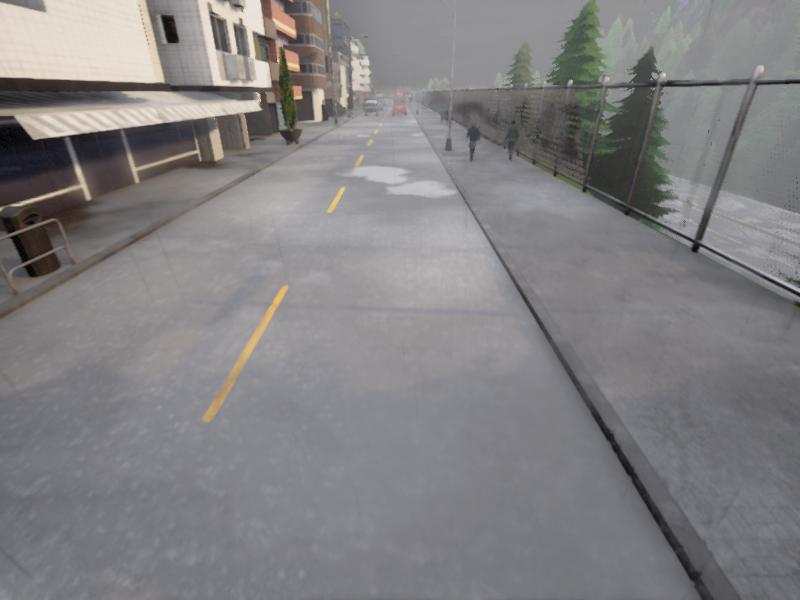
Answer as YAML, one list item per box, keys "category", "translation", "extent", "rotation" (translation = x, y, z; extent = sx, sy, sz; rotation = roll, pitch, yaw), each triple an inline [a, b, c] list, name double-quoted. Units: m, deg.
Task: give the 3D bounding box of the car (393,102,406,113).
- category: "car"
  translation: [-0.096, -35.018, 72.577]
  extent: [2.152, 1.651, 5.027]
  rotation: [0, 27, 0]

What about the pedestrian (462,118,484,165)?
- category: "pedestrian"
  translation: [3.263, -7.098, 17.911]
  extent: [0.751, 1.860, 0.751]
  rotation: [7, 28, 14]

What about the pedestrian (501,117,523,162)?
- category: "pedestrian"
  translation: [5.200, -7.475, 18.624]
  extent: [0.751, 1.860, 0.751]
  rotation: [6, 28, 11]

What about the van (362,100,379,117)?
- category: "van"
  translation: [-4.077, -26.952, 56.302]
  extent: [2.069, 2.038, 4.480]
  rotation: [0, 28, 0]

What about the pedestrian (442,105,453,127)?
- category: "pedestrian"
  translation: [4.456, -17.202, 37.374]
  extent: [0.751, 1.860, 0.751]
  rotation: [-5, 28, -9]

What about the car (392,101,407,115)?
- category: "car"
  translation: [-0.082, -29.128, 60.736]
  extent: [2.097, 1.767, 4.553]
  rotation: [0, 27, 0]

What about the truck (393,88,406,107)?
- category: "truck"
  translation: [-0.120, -48.374, 95.605]
  extent: [2.891, 3.827, 8.468]
  rotation: [0, 27, 0]
